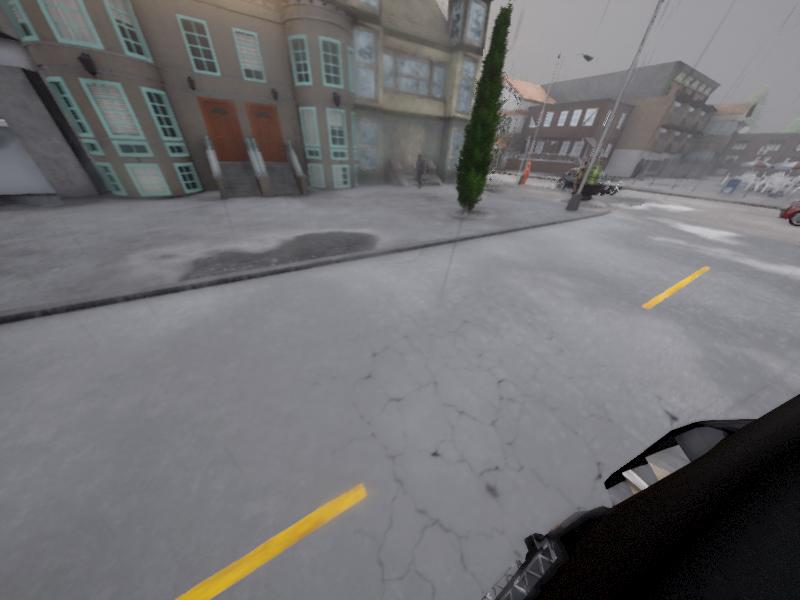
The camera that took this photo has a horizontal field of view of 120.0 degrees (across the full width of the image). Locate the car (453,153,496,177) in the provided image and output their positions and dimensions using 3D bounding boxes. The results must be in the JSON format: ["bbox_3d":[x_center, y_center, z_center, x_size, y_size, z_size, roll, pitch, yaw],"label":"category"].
[{"bbox_3d":[7.903,-14.531,24.830,1.905,1.878,3.866,-16,38,-26],"label":"car"}]

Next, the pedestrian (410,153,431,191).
[{"bbox_3d":[1.154,-7.481,13.489,0.751,1.860,0.751,-21,40,-31],"label":"pedestrian"}]

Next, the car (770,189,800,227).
[{"bbox_3d":[18.932,-3.359,9.207,1.994,1.385,4.181,-17,38,-27],"label":"car"}]

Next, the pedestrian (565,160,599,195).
[{"bbox_3d":[11.304,-7.603,14.392,0.751,1.860,0.751,-5,34,-12],"label":"pedestrian"}]

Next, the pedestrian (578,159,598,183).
[{"bbox_3d":[17.762,-12.236,21.874,0.751,1.860,0.751,15,35,18],"label":"pedestrian"}]

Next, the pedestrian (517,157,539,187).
[{"bbox_3d":[9.331,-9.356,16.900,0.751,1.860,0.751,8,34,8],"label":"pedestrian"}]

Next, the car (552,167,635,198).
[{"bbox_3d":[13.429,-8.405,16.341,1.970,1.475,3.806,-10,36,-19],"label":"car"}]
